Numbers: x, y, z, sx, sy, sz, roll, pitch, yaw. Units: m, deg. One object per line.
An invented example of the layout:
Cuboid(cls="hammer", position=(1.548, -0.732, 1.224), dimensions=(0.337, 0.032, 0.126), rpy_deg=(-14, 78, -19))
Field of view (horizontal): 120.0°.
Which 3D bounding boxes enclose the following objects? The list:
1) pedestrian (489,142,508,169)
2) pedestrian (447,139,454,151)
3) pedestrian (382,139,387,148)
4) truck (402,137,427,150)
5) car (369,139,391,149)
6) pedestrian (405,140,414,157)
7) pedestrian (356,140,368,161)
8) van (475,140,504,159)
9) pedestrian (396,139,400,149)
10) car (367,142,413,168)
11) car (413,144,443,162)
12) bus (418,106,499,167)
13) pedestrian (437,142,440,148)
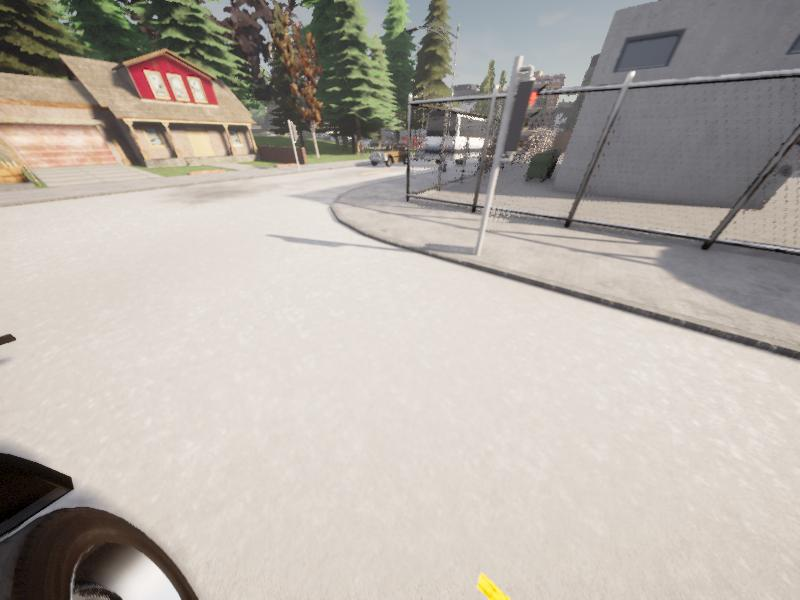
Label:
Cuboid(cls="pedestrian", position=(8.219, -12.083, 19.285), dimensions=(0.751, 1.860, 0.751), rpy_deg=(-22, 41, -28))
Cuboid(cls="pedestrian", position=(9.955, -30.499, 45.433), dimensions=(0.751, 1.860, 0.751), rpy_deg=(27, 43, 32))
Cuboid(cls="pedestrian", position=(-3.683, -36.899, 54.401), dimensions=(0.751, 1.860, 0.751), rpy_deg=(15, 38, 20))
Cuboid(cls="truck", position=(3.375, -37.009, 54.679), dimensions=(5.204, 2.467, 2.627), rpy_deg=(22, 41, 28))
Cuboid(cls="car", position=(-5.161, -40.329, 59.705), dimensions=(5.566, 2.045, 2.150), rpy_deg=(22, 41, 28))
Cuboid(cls="pedestrian", position=(1.237, -20.255, 30.823), dimensions=(0.751, 1.860, 0.751), rpy_deg=(-25, 43, -32))
Cuboid(cls="pedestrian", position=(-4.136, -16.356, 25.247), dimensions=(0.751, 1.860, 0.751), rpy_deg=(22, 41, 28))
Cuboid(cls="van", position=(11.984, -20.190, 30.887), dimensions=(2.069, 2.038, 4.480), rpy_deg=(22, 40, 27))
Cuboid(cls="pedestrian", position=(-0.466, -35.402, 52.303), dimensions=(0.751, 1.860, 0.751), rpy_deg=(14, 37, 18))
Cuboid(cls="car", position=(-0.839, -13.893, 21.986), dimensions=(1.932, 1.855, 4.605), rpy_deg=(21, 40, 27))
Cuboid(cls="car", position=(3.263, -16.977, 26.676), dimensions=(1.789, 1.549, 3.705), rpy_deg=(22, 41, 28))
Cuboid(cls="bus", position=(6.316, -16.663, 23.906), dimensions=(3.944, 4.253, 10.273), rpy_deg=(22, 40, 28))
Cuboid(cls="pedestrian", position=(9.795, -39.703, 59.150), dimensions=(0.500, 1.100, 0.500), rpy_deg=(23, 41, 29))
